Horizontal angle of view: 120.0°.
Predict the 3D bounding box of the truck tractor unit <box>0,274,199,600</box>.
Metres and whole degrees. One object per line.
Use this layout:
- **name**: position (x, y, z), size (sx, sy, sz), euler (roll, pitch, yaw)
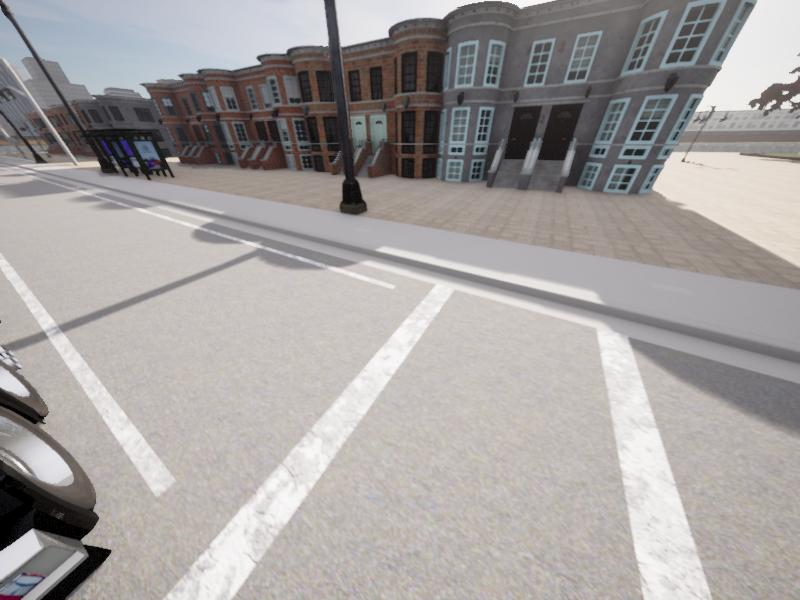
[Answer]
- **truck tractor unit**: position (-5.128, -0.283, 0.754), size (6.516, 4.208, 3.053), euler (18, 39, 23)
